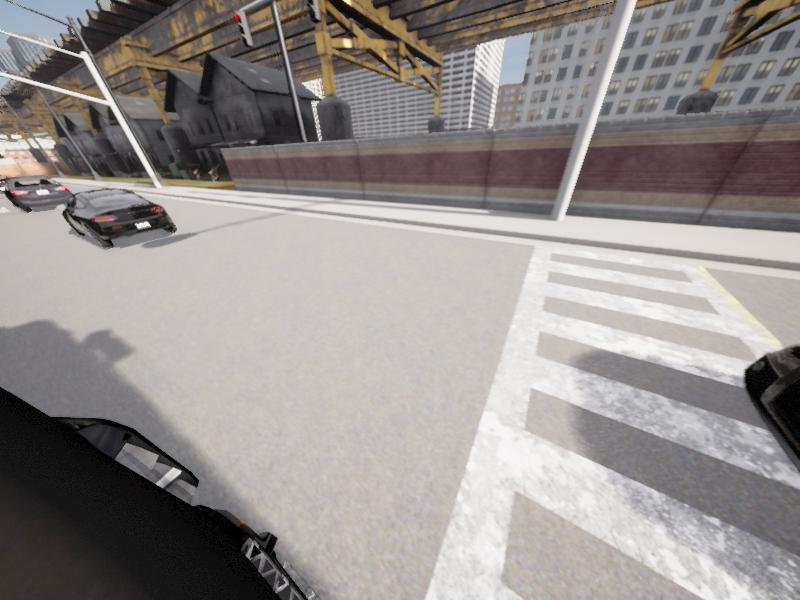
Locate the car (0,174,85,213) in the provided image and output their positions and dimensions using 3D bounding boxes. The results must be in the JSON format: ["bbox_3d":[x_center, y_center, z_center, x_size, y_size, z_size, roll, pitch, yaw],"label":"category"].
[{"bbox_3d":[-21.978,-6.568,13.990,4.611,1.667,2.242,16,38,26],"label":"car"}]

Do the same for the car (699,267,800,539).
[{"bbox_3d":[4.606,1.189,0.564,4.181,1.385,1.994,16,38,26],"label":"car"}]

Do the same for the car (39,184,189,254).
[{"bbox_3d":[-9.603,-2.921,7.764,4.674,1.442,1.812,16,38,26],"label":"car"}]

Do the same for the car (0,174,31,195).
[{"bbox_3d":[-39.509,-11.537,22.946,4.902,1.511,2.128,16,38,26],"label":"car"}]
